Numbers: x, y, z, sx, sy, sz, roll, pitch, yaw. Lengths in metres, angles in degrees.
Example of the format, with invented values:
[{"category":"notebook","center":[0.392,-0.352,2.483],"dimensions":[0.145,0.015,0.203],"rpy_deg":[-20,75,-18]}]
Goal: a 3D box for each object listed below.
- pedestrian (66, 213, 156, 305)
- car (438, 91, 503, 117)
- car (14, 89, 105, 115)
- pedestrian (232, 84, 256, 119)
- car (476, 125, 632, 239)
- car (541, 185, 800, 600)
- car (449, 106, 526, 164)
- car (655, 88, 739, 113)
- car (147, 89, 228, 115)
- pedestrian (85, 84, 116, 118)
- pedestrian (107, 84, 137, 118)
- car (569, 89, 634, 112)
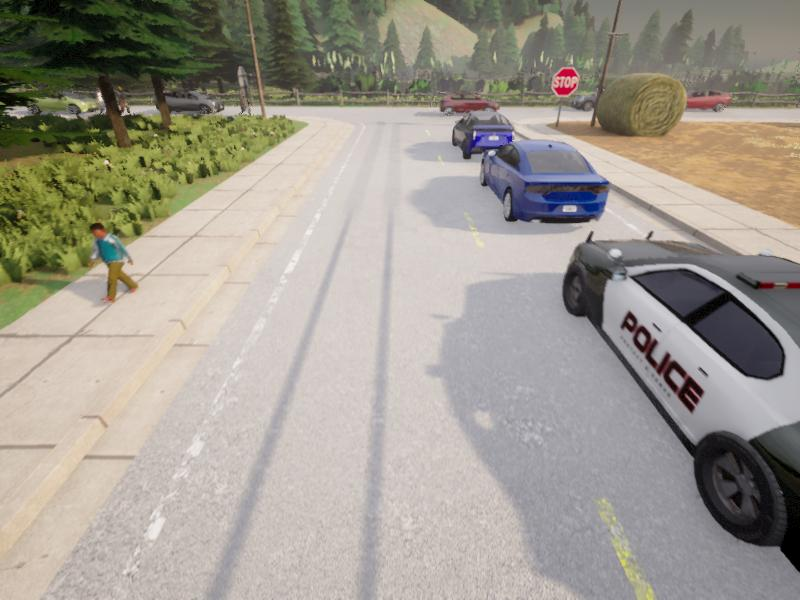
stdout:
[{"category":"pedestrian","center":[-3.943,-0.563,5.527],"dimensions":[0.500,1.100,0.500],"rpy_deg":[7,31,13]},{"category":"car","center":[4.844,-13.747,28.018],"dimensions":[4.193,1.474,1.816],"rpy_deg":[1,31,2]},{"category":"car","center":[-24.503,-14.332,28.937],"dimensions":[4.514,1.525,2.007],"rpy_deg":[0,30,1]},{"category":"pedestrian","center":[-9.550,-12.179,24.573],"dimensions":[0.751,1.860,0.751],"rpy_deg":[9,31,14]},{"category":"car","center":[3.315,-3.172,9.909],"dimensions":[1.882,1.535,5.008],"rpy_deg":[0,30,0]},{"category":"car","center":[3.358,0.259,4.052],"dimensions":[2.038,1.542,4.974],"rpy_deg":[0,31,0]},{"category":"car","center":[3.263,-6.663,15.892],"dimensions":[2.007,1.525,4.514],"rpy_deg":[0,30,0]},{"category":"car","center":[22.443,-15.178,30.398],"dimensions":[4.514,1.525,2.007],"rpy_deg":[1,30,2]},{"category":"car","center":[-15.105,-14.194,28.700],"dimensions":[4.514,1.525,2.007],"rpy_deg":[1,30,2]},{"category":"pedestrian","center":[-18.679,-12.426,24.992],"dimensions":[0.751,1.860,0.751],"rpy_deg":[4,30,6]},{"category":"pedestrian","center":[-17.272,-12.381,24.916],"dimensions":[0.751,1.860,0.751],"rpy_deg":[2,30,4]},{"category":"car","center":[15.344,-15.312,30.673],"dimensions":[3.806,1.475,1.970],"rpy_deg":[1,30,2]}]
